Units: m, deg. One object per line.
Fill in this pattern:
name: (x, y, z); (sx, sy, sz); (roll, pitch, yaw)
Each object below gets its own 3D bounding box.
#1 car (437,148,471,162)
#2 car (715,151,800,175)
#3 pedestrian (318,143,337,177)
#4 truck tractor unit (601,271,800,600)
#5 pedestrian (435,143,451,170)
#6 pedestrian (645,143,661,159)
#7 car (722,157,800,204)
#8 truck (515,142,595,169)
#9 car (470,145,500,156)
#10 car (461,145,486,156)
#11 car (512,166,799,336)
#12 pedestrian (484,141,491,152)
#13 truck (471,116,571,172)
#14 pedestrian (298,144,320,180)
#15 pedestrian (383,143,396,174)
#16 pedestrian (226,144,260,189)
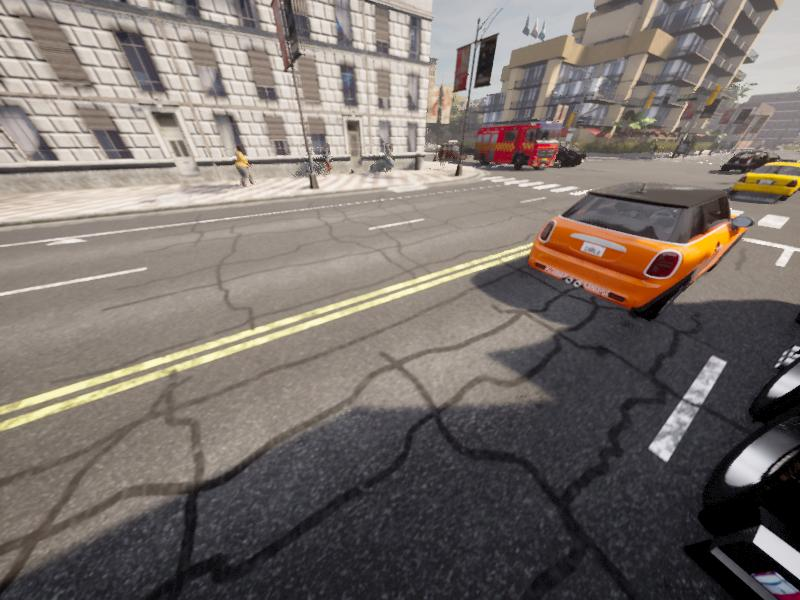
car: (7.020, -19.187, 30.436); (1.994, 1.385, 4.181); (-18, 39, -24)
car: (30.252, -11.624, 19.566); (3.988, 1.617, 1.851); (-1, 35, -2)
pedestrian: (-4.819, -9.301, 15.387); (0.751, 1.860, 0.751); (-18, 39, -24)
truck tractor unit: (5.120, -0.292, 0.766); (6.516, 4.208, 3.053); (-18, 39, -24)
pedestrian: (3.570, -11.991, 19.326); (0.751, 1.860, 0.751); (-19, 39, -26)
pedestrian: (35.376, -20.829, 32.306); (0.751, 1.860, 0.751); (27, 43, 32)
car: (18.869, -6.143, 11.615); (5.366, 1.575, 1.801); (-19, 39, -25)
truck: (15.982, -15.377, 24.399); (2.390, 2.098, 6.274); (-23, 41, -30)
car: (15.545, -27.598, 42.486); (1.837, 1.490, 4.892); (-19, 39, -26)
car: (12.828, -26.342, 40.606); (1.789, 1.549, 3.705); (-19, 39, -26)
car: (4.787, -1.394, 4.479); (4.553, 1.767, 2.097); (-19, 39, -25)
pedestrian: (18.660, -32.835, 49.409); (0.751, 1.860, 0.751); (-19, 39, -26)
truck: (11.181, -15.415, 22.903); (2.891, 3.827, 8.468); (-12, 37, -17)
pedestrian: (-5.576, -8.508, 14.241); (0.751, 1.860, 0.751); (-20, 40, -26)
pedestrian: (-0.756, -10.402, 17.005); (0.751, 1.860, 0.751); (-14, 37, -20)
pedestrian: (-7.852, -6.684, 11.601); (0.751, 1.860, 0.751); (-22, 41, -29)
